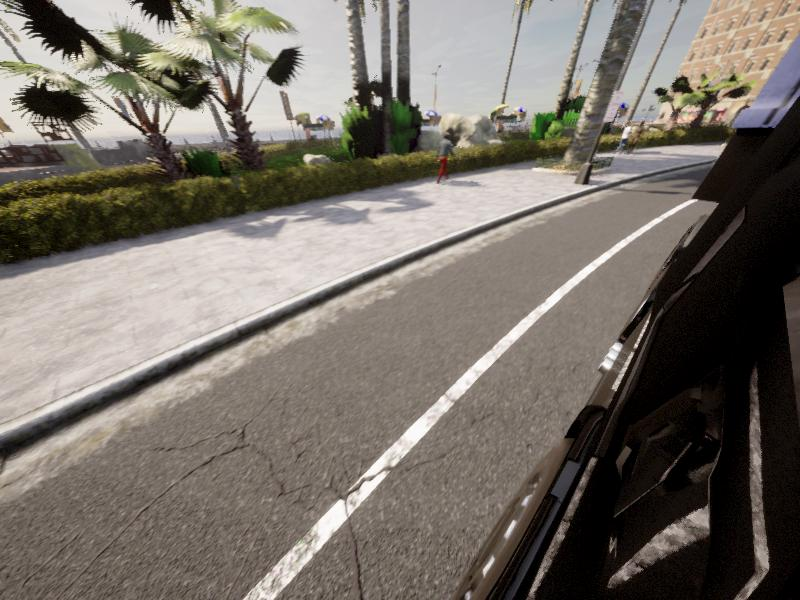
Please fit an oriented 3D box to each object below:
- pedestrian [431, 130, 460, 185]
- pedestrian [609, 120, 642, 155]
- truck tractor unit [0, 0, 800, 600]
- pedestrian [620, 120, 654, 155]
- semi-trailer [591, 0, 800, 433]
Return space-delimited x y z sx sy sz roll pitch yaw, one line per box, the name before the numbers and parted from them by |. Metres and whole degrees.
pedestrian | 1.845 -5.884 9.565 0.751 1.860 0.751 30 47 35
pedestrian | 15.312 -11.061 15.734 0.751 1.860 0.751 -20 40 -22
truck tractor unit | 2.645 -0.295 0.351 6.516 4.208 3.053 -28 44 -30
pedestrian | 15.513 -10.642 15.163 0.751 1.860 0.751 -28 44 -30
semi-trailer | 9.147 -3.237 3.754 14.254 4.402 2.717 -22 41 -25
